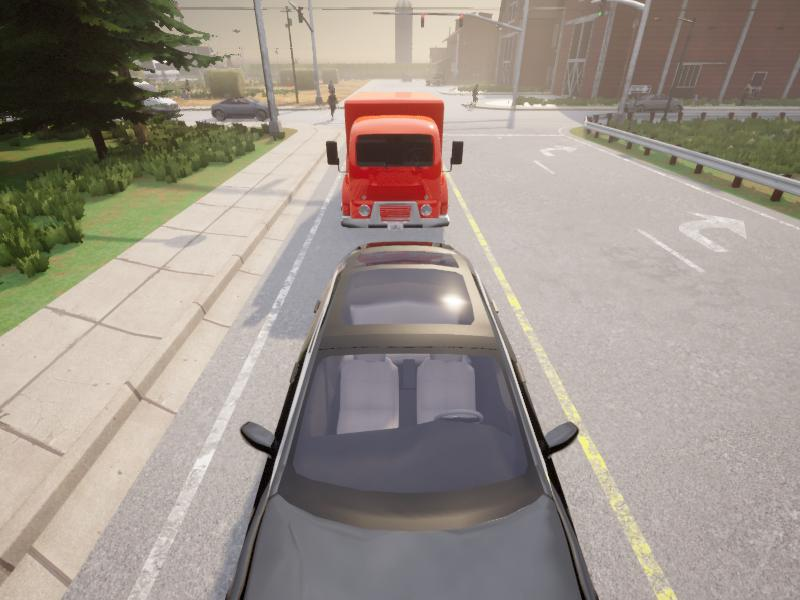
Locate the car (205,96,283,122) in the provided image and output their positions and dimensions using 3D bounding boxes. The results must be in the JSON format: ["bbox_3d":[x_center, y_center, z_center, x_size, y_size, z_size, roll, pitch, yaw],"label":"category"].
[{"bbox_3d":[-10.153,-12.595,26.289,4.181,1.385,1.994,0,30,0],"label":"car"}]

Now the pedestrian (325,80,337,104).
[{"bbox_3d":[-6.057,-18.402,35.356,0.751,1.860,0.751,-10,32,-17],"label":"pedestrian"}]

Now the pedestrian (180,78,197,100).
[{"bbox_3d":[-21.004,-21.010,39.808,0.751,1.860,0.751,12,32,19],"label":"pedestrian"}]

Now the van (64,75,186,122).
[{"bbox_3d":[-17.642,-13.104,25.989,5.915,2.561,1.988,1,30,0],"label":"van"}]

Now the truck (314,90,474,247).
[{"bbox_3d":[-0.136,-3.420,9.426,2.627,2.467,5.204,-1,30,-1],"label":"truck"}]

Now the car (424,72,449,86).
[{"bbox_3d":[6.302,-37.971,68.884,1.905,1.878,3.866,-31,40,-33],"label":"car"}]

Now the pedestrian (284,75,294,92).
[{"bbox_3d":[-14.555,-28.459,52.570,0.751,1.860,0.751,20,36,31],"label":"pedestrian"}]

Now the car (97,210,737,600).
[{"bbox_3d":[0.059,0.761,3.240,2.128,1.511,4.902,0,30,0],"label":"car"}]

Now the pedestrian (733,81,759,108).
[{"bbox_3d":[28.128,-16.719,32.536,0.751,1.860,0.751,1,30,2],"label":"pedestrian"}]

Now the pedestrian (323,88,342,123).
[{"bbox_3d":[-4.203,-12.103,24.896,0.751,1.860,0.751,8,31,13],"label":"pedestrian"}]

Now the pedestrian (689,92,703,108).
[{"bbox_3d":[24.163,-16.346,32.648,0.500,1.100,0.500,7,31,12],"label":"pedestrian"}]

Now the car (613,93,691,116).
[{"bbox_3d":[18.378,-14.348,29.308,4.181,1.385,1.994,0,30,0],"label":"car"}]

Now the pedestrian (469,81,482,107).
[{"bbox_3d":[6.218,-16.981,33.033,0.751,1.860,0.751,-1,30,-1],"label":"pedestrian"}]
